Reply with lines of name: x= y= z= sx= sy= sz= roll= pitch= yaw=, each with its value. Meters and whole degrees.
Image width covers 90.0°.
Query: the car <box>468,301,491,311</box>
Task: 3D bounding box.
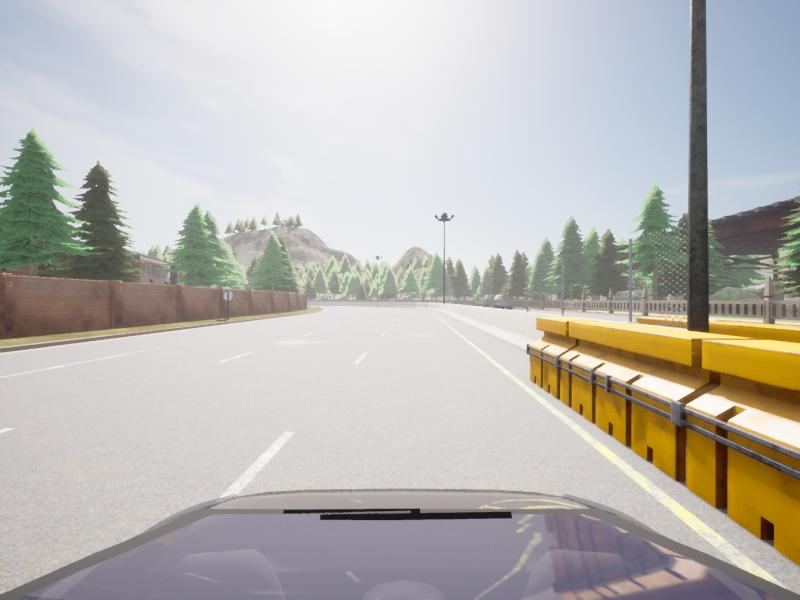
car: x=11.854 y=0.836 z=59.861 sx=2.128 sy=1.511 sz=4.902 roll=0 pitch=0 yaw=-6

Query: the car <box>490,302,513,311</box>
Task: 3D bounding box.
car: x=15.315 y=0.944 z=60.496 sx=1.895 sy=1.301 sz=4.718 roll=0 pitch=0 yaw=-6
